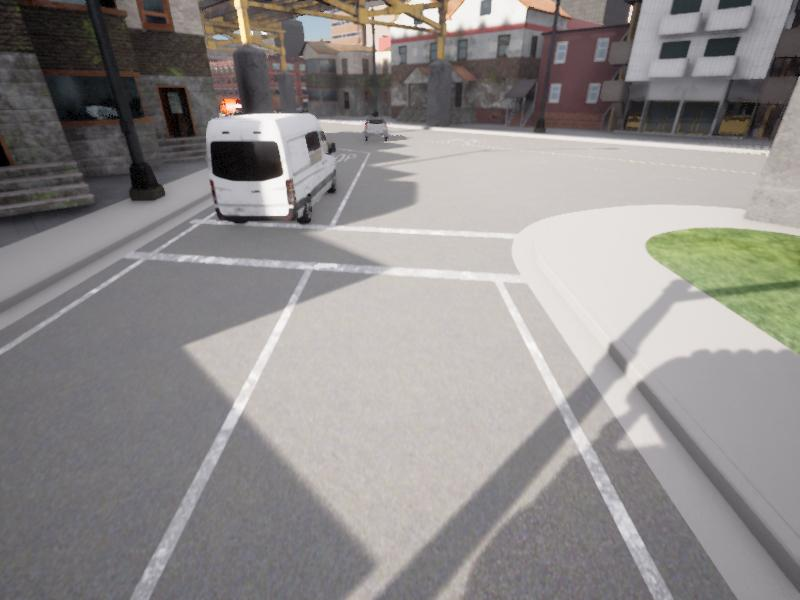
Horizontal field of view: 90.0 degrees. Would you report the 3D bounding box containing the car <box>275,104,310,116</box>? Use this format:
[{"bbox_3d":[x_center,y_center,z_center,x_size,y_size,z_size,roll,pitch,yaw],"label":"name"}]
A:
[{"bbox_3d":[-16.772,-29.695,62.404,4.974,1.542,2.038,-7,28,-13],"label":"car"}]

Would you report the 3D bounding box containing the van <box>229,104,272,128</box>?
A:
[{"bbox_3d":[-15.412,-18.984,41.176,2.069,2.038,4.480,-24,36,-39],"label":"van"}]

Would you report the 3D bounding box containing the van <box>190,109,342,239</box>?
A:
[{"bbox_3d":[-3.245,-3.953,11.467,1.988,2.561,5.915,1,27,2],"label":"van"}]

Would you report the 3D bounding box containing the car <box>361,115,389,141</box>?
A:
[{"bbox_3d":[-1.897,-12.824,29.730,1.845,1.501,3.633,-3,28,-6],"label":"car"}]

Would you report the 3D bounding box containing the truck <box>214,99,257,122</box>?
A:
[{"bbox_3d":[-20.698,-23.909,50.271,2.627,2.467,5.204,-24,36,-39],"label":"truck"}]
